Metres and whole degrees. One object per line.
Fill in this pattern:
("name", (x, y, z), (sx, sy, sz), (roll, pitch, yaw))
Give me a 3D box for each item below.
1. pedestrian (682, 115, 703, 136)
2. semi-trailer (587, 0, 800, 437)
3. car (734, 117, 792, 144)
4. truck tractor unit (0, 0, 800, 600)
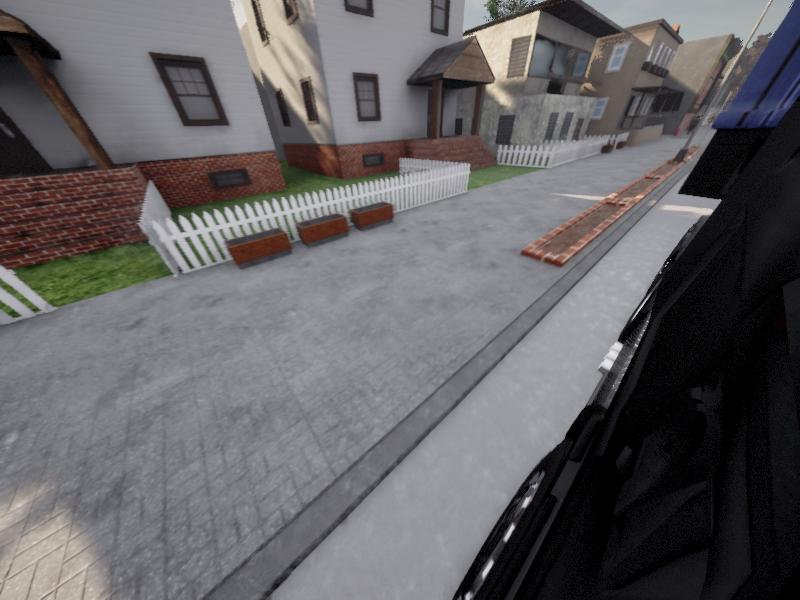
("pedestrian", (33.296, -19.904, 26.325), (0.751, 1.860, 0.751), (26, 45, 32))
("semi-trailer", (9.580, -2.790, 3.069), (14.254, 4.402, 2.717), (-17, 38, -18))
("car", (30.801, -14.568, 19.762), (5.238, 1.638, 1.930), (-29, 44, -31))
("truck tractor unit", (2.645, -0.295, 0.351), (6.516, 4.208, 3.053), (-28, 44, -30))
